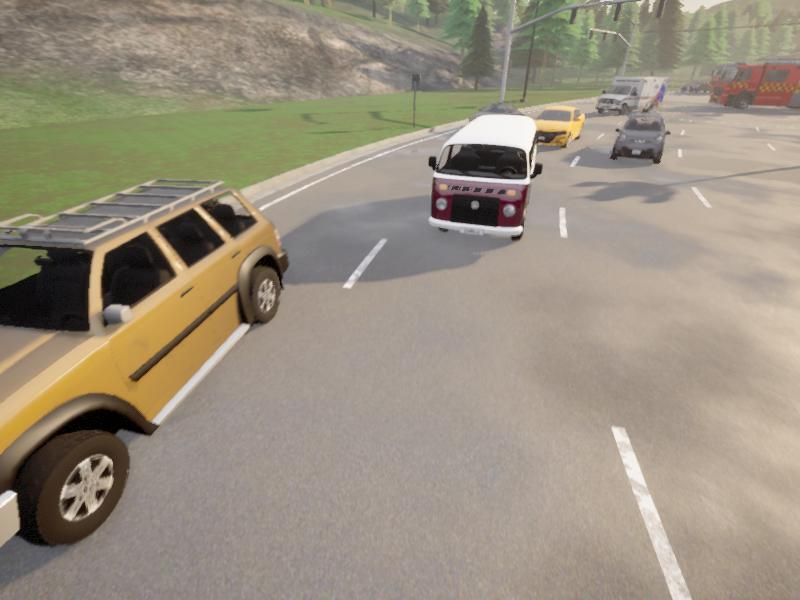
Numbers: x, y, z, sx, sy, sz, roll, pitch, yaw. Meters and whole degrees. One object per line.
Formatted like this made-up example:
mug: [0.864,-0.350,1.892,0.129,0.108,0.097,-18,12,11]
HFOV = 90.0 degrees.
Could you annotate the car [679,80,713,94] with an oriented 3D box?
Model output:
car: [42.513,-30.648,57.455,5.027,1.651,2.152,-22,37,-33]

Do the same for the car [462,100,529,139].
car: [5.160,-9.696,21.304,1.994,1.385,4.181,18,35,27]

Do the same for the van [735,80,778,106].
van: [35.776,-20.790,40.089,4.480,2.038,2.069,-26,39,-37]

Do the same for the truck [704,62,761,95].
truck: [46.333,-30.850,55.681,8.468,3.827,2.891,-21,37,-32]

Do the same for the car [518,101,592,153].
car: [7.190,-8.044,18.346,1.882,1.535,5.008,17,34,26]

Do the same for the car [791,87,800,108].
car: [38.987,-18.101,35.960,5.027,1.651,2.152,17,34,26]

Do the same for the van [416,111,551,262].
van: [2.011,-2.789,8.788,2.069,2.038,4.480,10,31,16]

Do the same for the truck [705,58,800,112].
truck: [32.077,-18.317,34.037,8.468,3.827,2.891,8,31,12]

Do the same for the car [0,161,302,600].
car: [-2.900,0.041,4.033,1.932,1.855,4.605,4,30,9]

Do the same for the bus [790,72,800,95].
bus: [61.684,-32.407,58.161,10.273,4.253,3.944,-21,37,-32]

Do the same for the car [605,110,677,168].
car: [9.294,-6.321,15.446,1.845,1.501,3.633,16,33,25]

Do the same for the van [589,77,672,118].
van: [17.425,-15.374,30.154,6.366,2.431,2.351,-20,36,-31]
